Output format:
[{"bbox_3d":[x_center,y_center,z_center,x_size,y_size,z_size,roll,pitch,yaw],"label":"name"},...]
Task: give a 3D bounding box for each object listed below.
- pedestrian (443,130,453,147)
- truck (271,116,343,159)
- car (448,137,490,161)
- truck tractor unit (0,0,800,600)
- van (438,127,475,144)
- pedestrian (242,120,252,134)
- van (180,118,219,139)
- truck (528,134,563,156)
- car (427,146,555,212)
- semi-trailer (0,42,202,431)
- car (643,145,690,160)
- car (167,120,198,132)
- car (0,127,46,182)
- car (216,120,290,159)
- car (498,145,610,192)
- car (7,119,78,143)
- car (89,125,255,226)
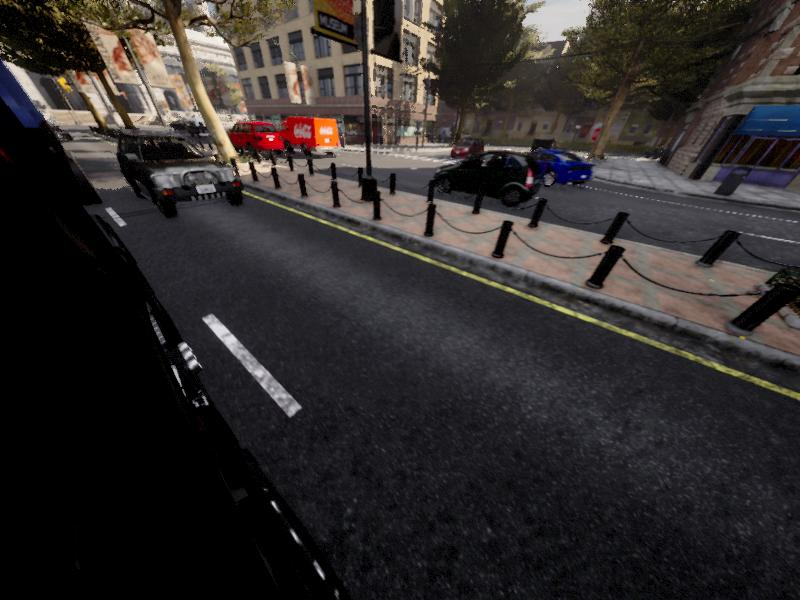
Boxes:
[{"bbox_3d":[6.671,-22.394,32.064,0.751,1.860,0.751,27,43,28],"label":"pedestrian"},{"bbox_3d":[-7.543,-13.305,18.841,5.204,2.467,2.627,26,43,28],"label":"truck"},{"bbox_3d":[6.439,-14.118,21.529,1.851,1.617,3.988,29,44,30],"label":"car"},{"bbox_3d":[-2.645,-0.295,0.351,6.516,4.208,3.053,28,44,30],"label":"truck tractor unit"},{"bbox_3d":[11.168,-32.861,46.115,6.366,2.431,2.351,26,43,28],"label":"van"},{"bbox_3d":[-26.919,-30.467,40.690,0.751,1.860,0.751,29,44,31],"label":"pedestrian"},{"bbox_3d":[-26.110,-22.386,30.120,4.480,2.038,2.069,27,43,28],"label":"van"},{"bbox_3d":[19.274,-20.525,30.470,2.390,2.098,6.274,25,42,27],"label":"truck"},{"bbox_3d":[3.329,-4.872,9.014,3.988,1.617,1.851,26,43,28],"label":"car"},{"bbox_3d":[-8.700,-3.606,4.223,14.254,4.402,2.717,28,44,30],"label":"semi-trailer"},{"bbox_3d":[38.538,-21.467,33.552,4.181,1.385,1.994,28,44,30],"label":"car"},{"bbox_3d":[-39.162,-31.522,41.796,1.930,1.638,5.238,-7,38,-11],"label":"car"},{"bbox_3d":[-16.554,-5.977,9.323,4.892,1.490,1.837,26,43,28],"label":"car"},{"bbox_3d":[-11.205,-12.295,17.616,5.566,2.045,2.150,27,43,28],"label":"car"},{"bbox_3d":[8.027,-7.437,12.787,1.882,1.535,5.008,-10,39,-15],"label":"car"},{"bbox_3d":[-31.108,-14.754,20.133,4.674,1.442,1.812,17,39,18],"label":"car"},{"bbox_3d":[-6.753,-3.921,6.880,4.605,1.855,1.932,27,43,28],"label":"car"}]
